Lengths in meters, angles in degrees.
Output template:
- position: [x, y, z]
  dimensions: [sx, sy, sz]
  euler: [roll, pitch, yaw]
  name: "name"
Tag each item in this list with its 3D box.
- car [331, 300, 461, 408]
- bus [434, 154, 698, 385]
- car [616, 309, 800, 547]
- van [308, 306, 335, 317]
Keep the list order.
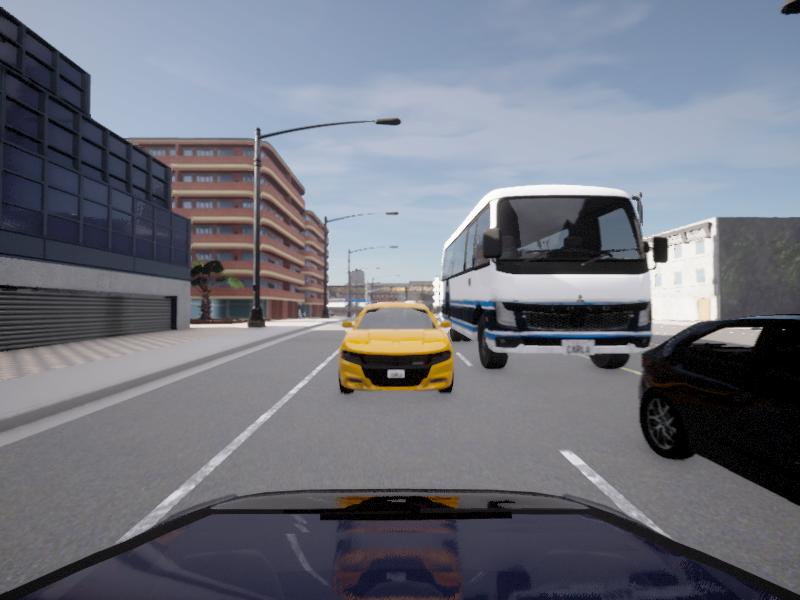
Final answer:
- position: [-0.073, 0.791, 8.318]
  dimensions: [1.882, 1.535, 5.008]
  euler: [0, 0, 0]
  name: "car"
- position: [3.516, -0.585, 12.537]
  dimensions: [3.944, 4.253, 10.273]
  euler: [0, 0, 0]
  name: "bus"
- position: [3.474, 0.850, 2.625]
  dimensions: [1.816, 1.474, 4.193]
  euler: [0, 0, 0]
  name: "car"
- position: [-18.213, 2.702, 93.172]
  dimensions: [5.915, 2.561, 1.988]
  euler: [0, -1, -2]
  name: "van"
